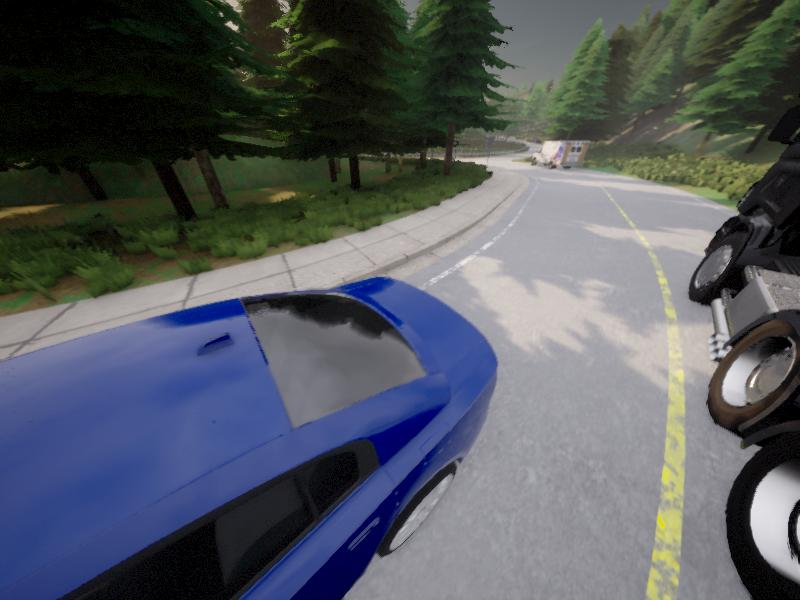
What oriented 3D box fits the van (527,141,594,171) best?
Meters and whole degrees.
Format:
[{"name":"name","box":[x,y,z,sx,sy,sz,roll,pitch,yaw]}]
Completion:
[{"name":"van","box":[16.683,-15.542,24.705,2.351,2.431,6.366,-1,34,-2]}]

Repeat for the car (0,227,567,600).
[{"name":"car","box":[-1.542,1.108,1.126,5.008,1.535,1.882,-24,41,-31]}]

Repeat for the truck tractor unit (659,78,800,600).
[{"name":"truck tractor unit","box":[4.767,-0.548,1.149,3.053,4.208,6.516,28,44,35]}]
